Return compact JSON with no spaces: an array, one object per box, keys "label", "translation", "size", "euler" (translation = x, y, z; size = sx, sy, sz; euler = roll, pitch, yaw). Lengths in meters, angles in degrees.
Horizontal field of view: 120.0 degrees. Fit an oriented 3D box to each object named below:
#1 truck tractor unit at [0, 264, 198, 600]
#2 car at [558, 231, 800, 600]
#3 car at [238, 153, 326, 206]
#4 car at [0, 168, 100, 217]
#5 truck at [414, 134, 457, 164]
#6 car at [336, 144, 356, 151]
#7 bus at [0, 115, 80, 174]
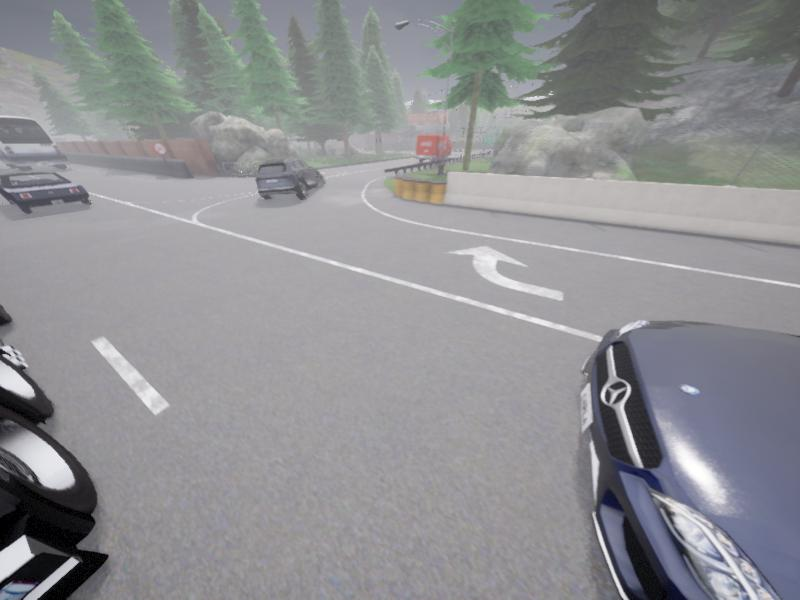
[{"label":"truck tractor unit","translation":[-5.124,-0.284,0.786],"size":[6.516,4.208,3.053],"euler":[18,39,24]},{"label":"car","translation":[3.670,1.320,0.660],"size":[5.027,1.651,2.152],"euler":[18,39,25]},{"label":"car","translation":[-5.493,-6.273,11.704],"size":[2.033,1.649,4.856],"euler":[-4,35,0]},{"label":"car","translation":[-15.553,-4.769,9.955],"size":[4.718,1.301,1.895],"euler":[18,39,24]},{"label":"truck","translation":[3.900,-16.339,24.987],"size":[2.627,2.467,5.204],"euler":[18,39,25]},{"label":"car","translation":[-13.513,-38.010,57.599],"size":[4.674,1.442,1.812],"euler":[20,40,27]},{"label":"bus","translation":[-38.270,-15.574,23.209],"size":[10.273,4.253,3.944],"euler":[18,39,24]}]
